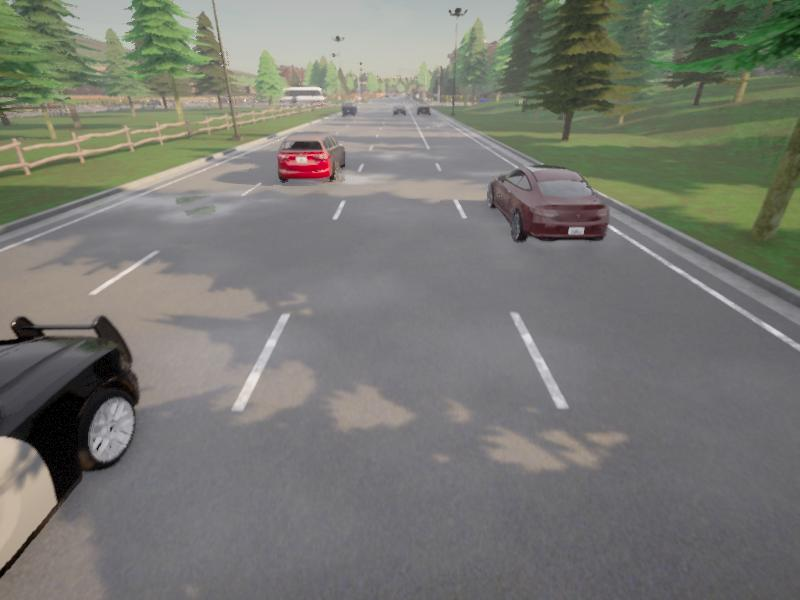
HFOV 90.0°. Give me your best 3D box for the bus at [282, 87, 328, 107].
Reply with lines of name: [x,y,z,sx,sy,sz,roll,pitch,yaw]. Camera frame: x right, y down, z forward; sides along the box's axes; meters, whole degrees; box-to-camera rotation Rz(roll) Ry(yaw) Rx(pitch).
bus: [-23.967,-51.465,101.346,10.273,4.253,3.944,0,27,1]

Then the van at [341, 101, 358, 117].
van: [-7.053,-26.981,56.430,1.775,1.987,4.442,0,27,0]

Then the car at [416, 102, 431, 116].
car: [3.445,-28.610,59.777,1.930,1.638,5.238,0,27,0]

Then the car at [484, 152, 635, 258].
car: [3.492,-2.577,9.890,1.812,1.442,4.674,0,27,0]

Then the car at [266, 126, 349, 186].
car: [-3.516,-5.994,16.329,2.242,1.667,4.611,0,27,0]

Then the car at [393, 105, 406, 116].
car: [-0.053,-28.383,59.770,1.895,1.301,4.718,0,27,0]

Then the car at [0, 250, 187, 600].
car: [-3.502,1.442,2.049,1.930,1.638,5.238,0,27,0]
